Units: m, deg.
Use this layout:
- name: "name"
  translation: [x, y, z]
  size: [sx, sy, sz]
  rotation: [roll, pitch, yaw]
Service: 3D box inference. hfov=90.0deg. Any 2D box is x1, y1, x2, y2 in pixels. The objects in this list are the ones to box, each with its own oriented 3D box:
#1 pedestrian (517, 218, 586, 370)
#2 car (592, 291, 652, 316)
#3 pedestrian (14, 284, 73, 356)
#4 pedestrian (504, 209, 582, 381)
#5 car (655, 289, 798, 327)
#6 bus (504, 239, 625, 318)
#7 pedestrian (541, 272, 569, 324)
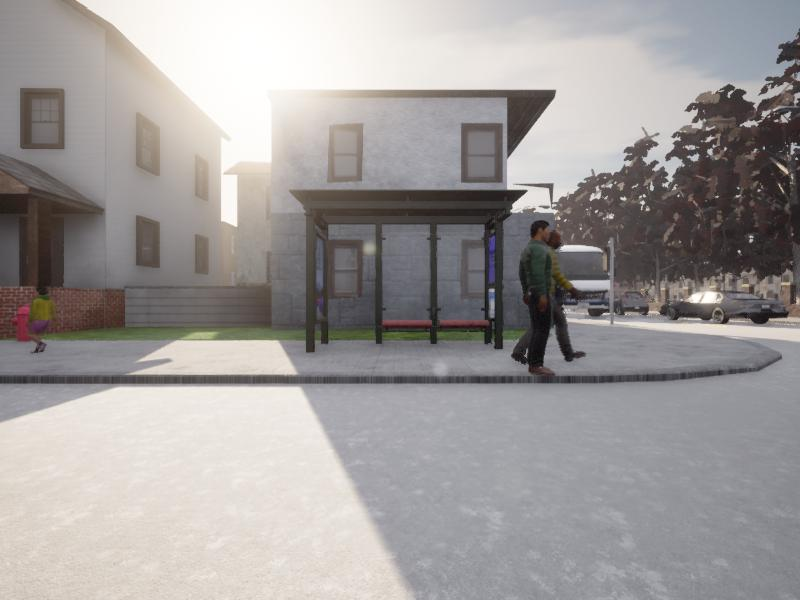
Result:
- name: "pedestrian"
  translation: [1.981, -0.075, 5.326]
  size: [0.751, 1.860, 0.751]
  rotation: [0, 0, 11]
- name: "car"
  translation: [14.174, 0.227, 25.796]
  size: [1.845, 1.501, 3.633]
  rotation: [0, 0, -1]
- name: "pedestrian"
  translation: [-5.708, 0.305, 6.427]
  size: [0.500, 1.100, 0.500]
  rotation: [0, 0, 7]
- name: "pedestrian"
  translation: [1.661, -0.054, 4.767]
  size: [0.751, 1.860, 0.751]
  rotation: [0, 0, 9]
- name: "car"
  translation: [13.943, 0.295, 17.678]
  size: [2.033, 1.411, 5.357]
  rotation: [0, 0, 2]
- name: "bus"
  translation: [10.218, -1.132, 26.771]
  size: [3.944, 4.253, 10.273]
  rotation: [0, 0, 0]
- name: "pedestrian"
  translation: [5.687, -0.075, 14.697]
  size: [0.751, 1.860, 0.751]
  rotation: [0, 0, -1]
